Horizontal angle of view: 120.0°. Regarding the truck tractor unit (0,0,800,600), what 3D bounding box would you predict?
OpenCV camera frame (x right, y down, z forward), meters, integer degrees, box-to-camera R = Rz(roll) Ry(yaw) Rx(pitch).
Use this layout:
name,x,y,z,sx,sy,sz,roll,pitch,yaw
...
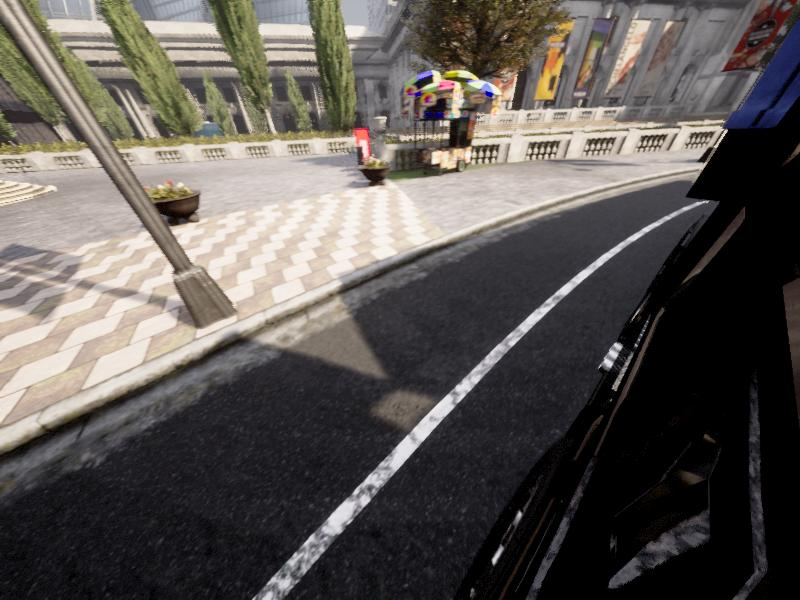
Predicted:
name,x,y,z,sx,sy,sz,roll,pitch,yaw
truck tractor unit,2.645,-0.295,0.352,6.516,4.208,3.053,-28,44,-30

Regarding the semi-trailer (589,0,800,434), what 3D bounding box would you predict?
name,x,y,z,sx,sy,sz,roll,pitch,yaw
semi-trailer,9.314,-3.091,3.506,14.254,4.402,2.717,-20,40,-22
